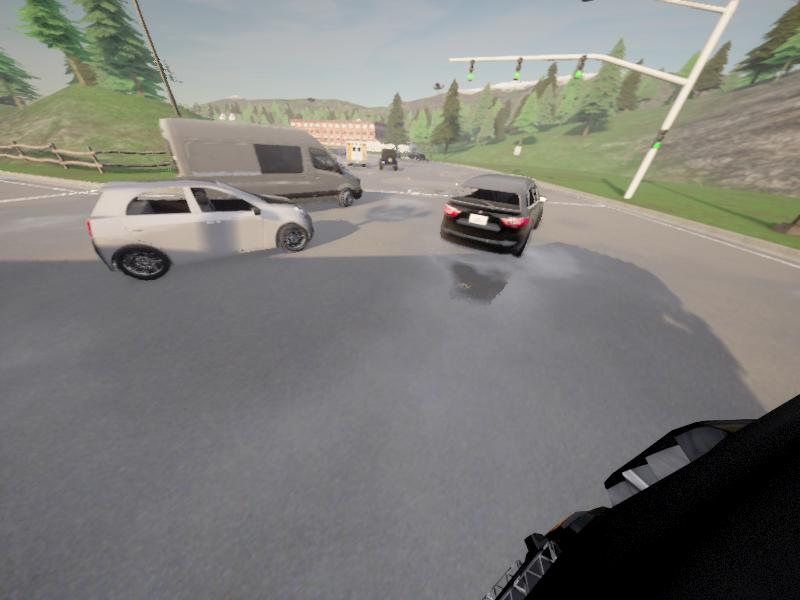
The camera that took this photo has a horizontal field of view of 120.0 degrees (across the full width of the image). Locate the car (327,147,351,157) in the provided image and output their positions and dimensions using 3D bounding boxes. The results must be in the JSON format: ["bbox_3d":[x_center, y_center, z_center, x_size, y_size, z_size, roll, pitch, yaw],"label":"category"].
[{"bbox_3d":[-12.818,-30.906,48.219,5.357,1.411,2.033,30,42,34],"label":"car"}]

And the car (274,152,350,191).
[{"bbox_3d":[-5.080,-8.188,14.403,1.930,1.638,5.238,10,34,9],"label":"car"}]

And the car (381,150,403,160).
[{"bbox_3d":[-1.705,-28.613,45.507,2.128,1.511,4.902,-17,38,-27],"label":"car"}]

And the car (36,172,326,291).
[{"bbox_3d":[-3.803,-1.751,4.917,3.633,1.501,1.845,-21,41,-31],"label":"car"}]

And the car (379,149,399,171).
[{"bbox_3d":[-1.322,-15.698,25.761,1.905,1.878,3.866,-1,34,-6],"label":"car"}]

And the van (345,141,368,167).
[{"bbox_3d":[-5.364,-18.229,28.778,2.351,2.431,6.366,-2,34,-8],"label":"van"}]

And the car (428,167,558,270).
[{"bbox_3d":[2.953,-2.766,6.831,2.242,1.667,4.611,21,38,25],"label":"car"}]

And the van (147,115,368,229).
[{"bbox_3d":[-4.167,-4.555,8.195,5.915,2.561,1.988,-26,44,-36],"label":"van"}]

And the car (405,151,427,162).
[{"bbox_3d":[3.059,-27.681,44.481,1.837,1.490,4.892,-13,37,-25],"label":"car"}]
